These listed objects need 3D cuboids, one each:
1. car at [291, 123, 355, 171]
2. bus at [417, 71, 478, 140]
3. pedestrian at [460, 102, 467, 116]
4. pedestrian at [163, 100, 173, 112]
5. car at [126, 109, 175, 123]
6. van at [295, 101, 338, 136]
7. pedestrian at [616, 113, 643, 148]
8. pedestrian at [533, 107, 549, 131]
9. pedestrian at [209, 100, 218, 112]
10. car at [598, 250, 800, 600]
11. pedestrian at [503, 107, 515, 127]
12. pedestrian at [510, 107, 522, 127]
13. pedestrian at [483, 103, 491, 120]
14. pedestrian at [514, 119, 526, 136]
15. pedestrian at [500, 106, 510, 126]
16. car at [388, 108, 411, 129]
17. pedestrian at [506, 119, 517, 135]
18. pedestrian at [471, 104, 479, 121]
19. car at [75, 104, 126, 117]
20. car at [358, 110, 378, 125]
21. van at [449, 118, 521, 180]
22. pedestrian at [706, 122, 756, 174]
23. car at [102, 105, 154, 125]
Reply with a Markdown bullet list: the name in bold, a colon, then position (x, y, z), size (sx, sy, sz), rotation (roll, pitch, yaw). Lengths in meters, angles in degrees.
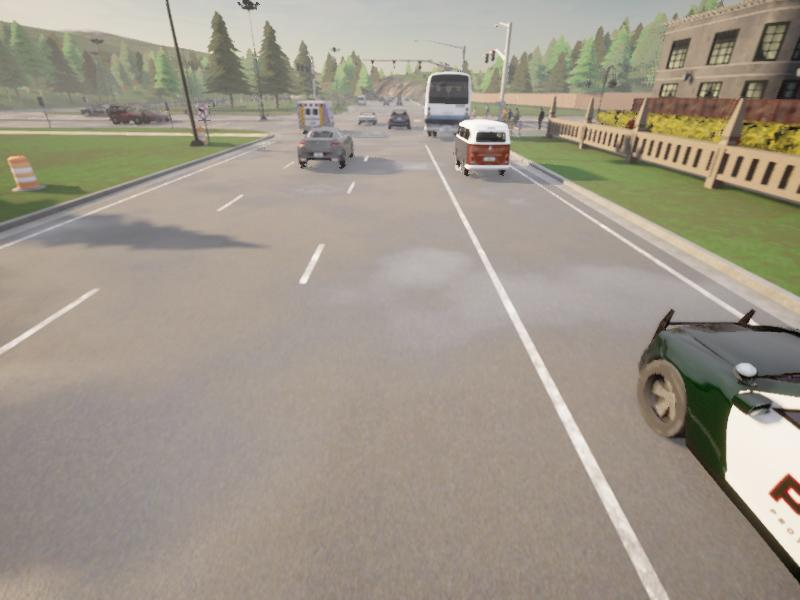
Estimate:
- **car**: position (-3.524, -7.534, 19.420), size (2.152, 1.651, 5.027), rotation (0, 27, 0)
- **bus**: position (3.843, -15.728, 32.460), size (3.944, 4.253, 10.273), rotation (4, 26, 6)
- **pedestrian**: position (9.450, -28.539, 59.909), size (0.751, 1.860, 0.751), rotation (-3, 27, -6)
- **pedestrian**: position (-38.850, -32.484, 66.929), size (0.751, 1.860, 0.751), rotation (2, 27, 3)
- **car**: position (-28.460, -21.067, 45.780), size (4.181, 1.385, 1.994), rotation (0, 27, 0)
- **van**: position (-7.044, -15.859, 34.659), size (2.351, 2.431, 6.366), rotation (0, 27, 0)
- **pedestrian**: position (13.570, -10.007, 23.675), size (0.751, 1.860, 0.751), rotation (0, 27, 1)
- **pedestrian**: position (12.282, -15.837, 34.969), size (0.751, 1.860, 0.751), rotation (-13, 30, -24)
- **pedestrian**: position (-30.849, -32.124, 66.281), size (0.751, 1.860, 0.751), rotation (2, 27, 4)
- **car**: position (3.508, 1.297, 2.448), size (2.038, 1.542, 4.974), rotation (0, 27, 0)
- **pedestrian**: position (11.045, -18.491, 40.440), size (0.751, 1.860, 0.751), rotation (-2, 27, -4)
- **pedestrian**: position (11.754, -18.538, 40.560), size (0.751, 1.860, 0.751), rotation (1, 27, 1)
- **pedestrian**: position (11.025, -23.829, 50.513), size (0.751, 1.860, 0.751), rotation (3, 27, 5)
- **pedestrian**: position (9.308, -13.370, 30.997), size (0.500, 1.100, 0.500), rotation (-13, 30, -23)
- **pedestrian**: position (11.086, -19.500, 42.395), size (0.751, 1.860, 0.751), rotation (3, 27, 5)
- **car**: position (-0.058, -18.249, 40.162), size (2.242, 1.667, 4.611), rotation (0, 27, 0)
- **pedestrian**: position (8.704, -13.445, 31.138), size (0.500, 1.100, 0.500), rotation (-8, 28, -16)
- **pedestrian**: position (9.498, -23.821, 50.763), size (0.751, 1.860, 0.751), rotation (-3, 27, -5)
- **car**: position (-41.869, -26.548, 56.028), size (5.238, 1.638, 1.930), rotation (0, 27, 0)
- **car**: position (-3.564, -20.511, 44.934), size (1.895, 1.301, 4.718), rotation (0, 27, 0)
- **van**: position (3.481, -6.692, 17.371), size (2.069, 2.038, 4.480), rotation (0, 27, 0)
- **pedestrian**: position (13.362, -6.150, 16.195), size (0.751, 1.860, 0.751), rotation (-1, 27, -2)
- **car**: position (-28.850, -19.696, 42.551), size (3.866, 1.878, 1.905), rotation (0, 27, 0)
